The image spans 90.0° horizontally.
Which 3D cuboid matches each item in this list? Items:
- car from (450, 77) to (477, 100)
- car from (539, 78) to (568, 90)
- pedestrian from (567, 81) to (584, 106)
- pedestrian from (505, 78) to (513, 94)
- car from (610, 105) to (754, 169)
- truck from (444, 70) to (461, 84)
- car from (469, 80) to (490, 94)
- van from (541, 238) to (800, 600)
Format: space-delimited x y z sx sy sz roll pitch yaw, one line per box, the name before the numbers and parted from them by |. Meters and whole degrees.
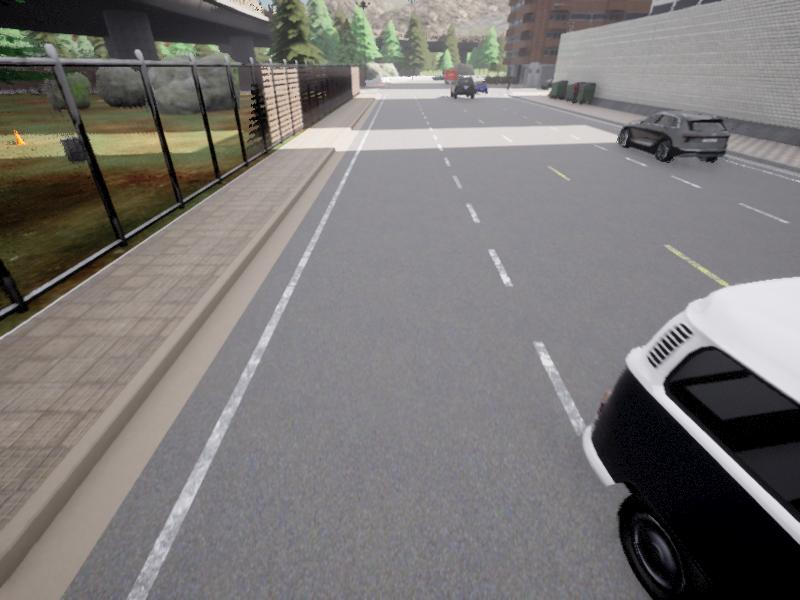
car | 6.998 -23.729 44.754 2.150 2.045 5.566 0 30 0
car | 23.890 -33.598 62.286 3.705 1.549 1.789 0 30 0
pedestrian | 14.852 -17.465 33.832 0.751 1.860 0.751 0 30 1
pedestrian | 14.408 -28.267 52.791 0.751 1.860 0.751 11 32 18
car | 10.504 -6.474 15.541 2.033 1.649 4.856 0 30 0
truck | 10.861 -45.953 82.491 2.627 2.467 5.204 7 31 11
car | 10.494 -28.202 52.993 1.816 1.474 4.193 0 30 0
van | 2.657 1.603 1.264 2.069 2.038 4.480 -5 30 -9
